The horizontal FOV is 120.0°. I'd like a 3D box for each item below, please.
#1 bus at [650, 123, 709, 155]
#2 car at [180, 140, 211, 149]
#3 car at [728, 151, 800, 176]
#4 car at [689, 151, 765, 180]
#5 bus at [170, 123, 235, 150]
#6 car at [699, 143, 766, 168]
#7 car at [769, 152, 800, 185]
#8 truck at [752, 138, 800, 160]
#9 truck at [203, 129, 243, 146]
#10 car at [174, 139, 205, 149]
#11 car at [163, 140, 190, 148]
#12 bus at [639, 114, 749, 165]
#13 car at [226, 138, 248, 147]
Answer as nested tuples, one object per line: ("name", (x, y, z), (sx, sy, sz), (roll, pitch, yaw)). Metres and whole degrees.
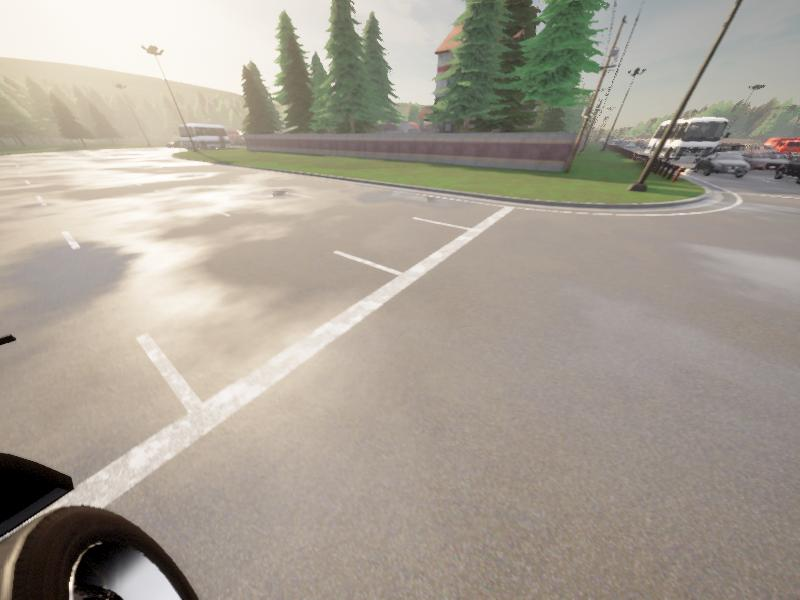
("bus", (49.281, -28.645, 41.305), (3.944, 4.253, 10.273), (24, 41, 29))
("car", (-43.680, -33.317, 49.480), (1.801, 1.575, 5.366), (2, 35, 2))
("car", (30.024, -11.383, 19.133), (1.994, 1.385, 4.181), (22, 41, 28))
("car", (24.243, -10.241, 17.397), (1.812, 1.442, 4.674), (22, 40, 27))
("bus", (-40.151, -33.823, 47.868), (3.944, 4.253, 10.273), (2, 35, 2))
("car", (33.199, -14.627, 23.308), (1.905, 1.878, 3.866), (14, 38, 20))
("car", (25.933, -8.136, 14.329), (1.789, 1.549, 3.705), (22, 40, 27))
("truck", (54.379, -21.590, 32.869), (2.627, 2.467, 5.204), (22, 40, 27))
("truck", (-49.874, -46.053, 65.513), (2.891, 3.827, 8.468), (9, 36, 12))
("car", (-46.866, -34.925, 51.643), (2.033, 1.649, 4.856), (4, 35, 6))
("car", (-50.321, -35.192, 52.133), (1.816, 1.474, 4.193), (4, 35, 6))
("bus", (34.394, -19.427, 28.074), (3.944, 4.253, 10.273), (16, 38, 22))
("car", (-43.914, -42.653, 62.438), (1.932, 1.855, 4.605), (9, 36, 12))
